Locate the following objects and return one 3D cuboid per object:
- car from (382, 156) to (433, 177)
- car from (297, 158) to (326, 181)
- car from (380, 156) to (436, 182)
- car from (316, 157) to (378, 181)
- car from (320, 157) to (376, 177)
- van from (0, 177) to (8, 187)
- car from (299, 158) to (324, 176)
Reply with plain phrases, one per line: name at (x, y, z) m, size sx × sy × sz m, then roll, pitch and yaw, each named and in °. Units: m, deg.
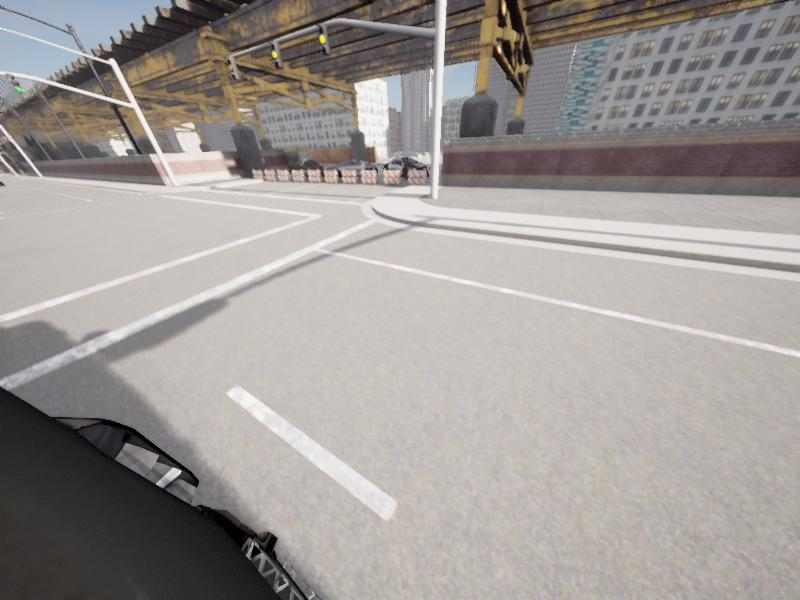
car at (0.465, -10.893, 18.692) m, size 1.853 × 1.218 × 4.536 m, roll -20°, pitch 37°, yaw -25°
car at (-8.533, -12.816, 22.518) m, size 2.038 × 1.542 × 4.974 m, roll -11°, pitch 34°, yaw -12°
car at (0.498, -10.738, 18.742) m, size 2.038 × 1.542 × 4.974 m, roll -20°, pitch 37°, yaw -25°
car at (-4.540, -11.679, 20.518) m, size 4.974 × 1.542 × 2.038 m, roll -5°, pitch 34°, yaw -4°
car at (-4.495, -11.815, 20.435) m, size 4.536 × 1.218 × 1.853 m, roll -5°, pitch 34°, yaw -4°
van at (-53.075, -15.831, 29.331) m, size 5.915 × 2.561 × 1.988 m, roll 16°, pitch 38°, yaw 26°
car at (-8.554, -12.974, 22.473) m, size 1.853 × 1.218 × 4.536 m, roll -11°, pitch 34°, yaw -12°
